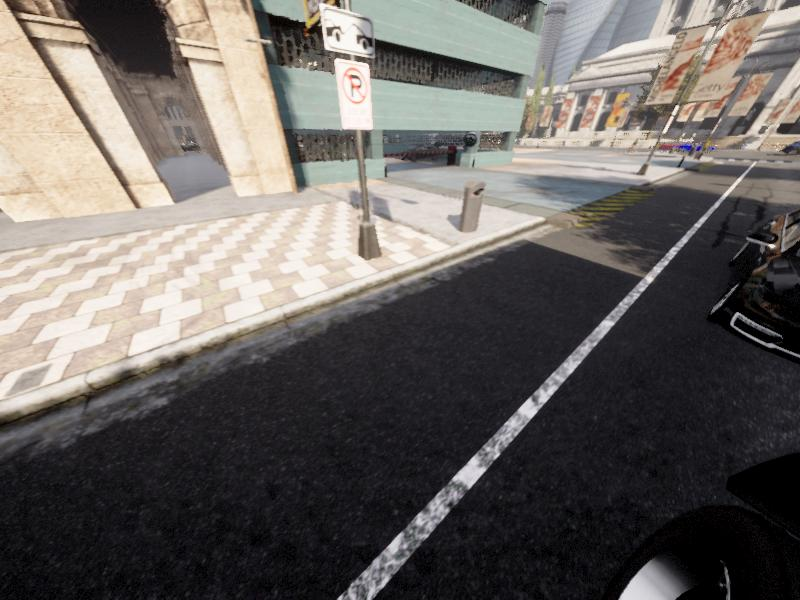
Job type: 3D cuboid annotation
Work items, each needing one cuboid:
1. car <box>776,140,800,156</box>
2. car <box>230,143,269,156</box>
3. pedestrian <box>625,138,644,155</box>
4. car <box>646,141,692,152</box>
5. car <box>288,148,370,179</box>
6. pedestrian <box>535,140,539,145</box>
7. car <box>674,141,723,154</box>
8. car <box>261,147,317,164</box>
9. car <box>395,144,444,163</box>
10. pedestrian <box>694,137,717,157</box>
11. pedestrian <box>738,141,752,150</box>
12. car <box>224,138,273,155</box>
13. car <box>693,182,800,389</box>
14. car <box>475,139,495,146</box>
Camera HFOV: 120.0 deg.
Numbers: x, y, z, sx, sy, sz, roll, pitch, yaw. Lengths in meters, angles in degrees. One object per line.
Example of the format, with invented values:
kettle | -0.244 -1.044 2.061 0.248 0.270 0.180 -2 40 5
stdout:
car | 51.673 -18.845 28.743 2.033 1.649 4.856 -23 41 -29
car | -23.174 -23.252 35.584 4.514 1.523 2.007 -24 41 -29
pedestrian | 30.824 -20.234 30.383 0.751 1.860 0.751 -16 38 -21
car | 46.137 -26.470 39.725 2.163 1.488 4.792 -23 41 -29
car | -4.768 -9.589 16.072 4.786 1.482 2.161 -24 41 -29
pedestrian | 38.061 -43.534 63.975 0.500 1.100 0.500 -17 38 -22
car | 45.686 -23.429 35.419 1.816 1.474 4.193 -23 41 -29
car | -11.382 -15.025 23.911 4.718 1.301 1.895 -24 41 -29
car | 2.048 -15.555 24.395 4.902 1.511 2.128 -24 41 -29
pedestrian | 35.183 -17.581 26.590 0.751 1.860 0.751 -24 42 -30
pedestrian | 58.305 -26.177 39.058 0.751 1.300 0.751 -24 41 -29
car | -23.129 -23.593 35.386 5.566 2.045 2.435 -24 41 -29
car | 6.353 -0.446 3.186 4.892 1.490 1.837 -24 41 -29
car | 24.080 -44.692 65.611 4.974 1.542 2.038 20 40 26
